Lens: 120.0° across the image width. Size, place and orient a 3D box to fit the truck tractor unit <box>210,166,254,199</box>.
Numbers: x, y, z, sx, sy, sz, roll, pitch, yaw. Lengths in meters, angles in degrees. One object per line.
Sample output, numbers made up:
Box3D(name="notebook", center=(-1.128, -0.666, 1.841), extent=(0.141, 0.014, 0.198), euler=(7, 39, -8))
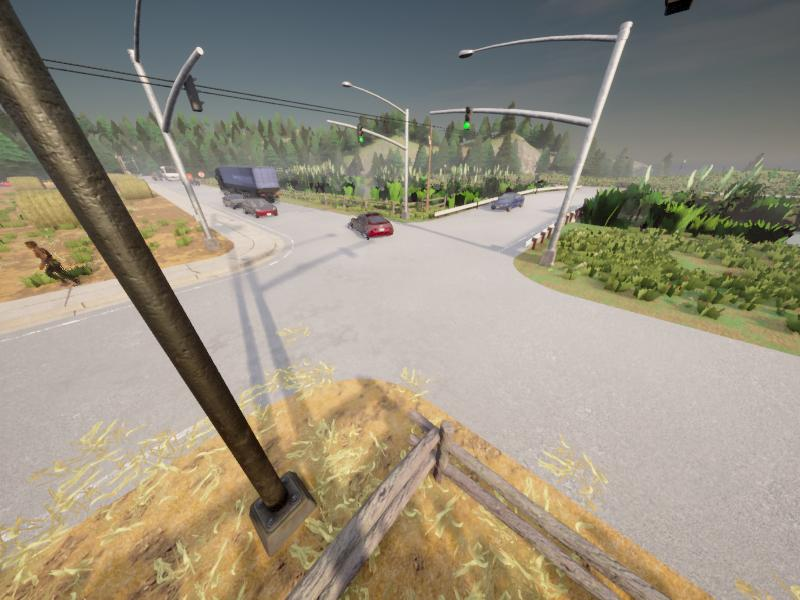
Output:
Box3D(name="truck tractor unit", center=(-26.513, -18.651, 36.389), extent=(6.516, 4.208, 3.053), euler=(25, 38, 36))

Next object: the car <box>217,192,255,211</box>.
Box3D(name="car", center=(-19.213, -11.586, 26.983), extent=(5.357, 1.411, 2.033), euler=(25, 38, 36))

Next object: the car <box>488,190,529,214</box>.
Box3D(name="car", center=(11.213, -10.164, 23.755), extent=(4.674, 1.442, 1.812), euler=(-28, 40, -35))

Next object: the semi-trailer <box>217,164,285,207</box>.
Box3D(name="semi-trailer", center=(-20.766, -16.014, 31.625), extent=(14.254, 4.402, 2.717), euler=(25, 38, 37))

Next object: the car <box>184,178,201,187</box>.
Box3D(name="car", center=(-51.996, -29.514, 57.808), extent=(5.027, 1.651, 2.152), euler=(25, 38, 36))

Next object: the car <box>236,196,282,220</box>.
Box3D(name="car", center=(-13.844, -9.098, 22.586), extent=(4.792, 1.488, 2.163), euler=(25, 38, 36))

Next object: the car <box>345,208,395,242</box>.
Box3D(name="car", center=(-2.209, -5.530, 16.570), extent=(1.994, 1.385, 4.181), euler=(-15, 34, -25))

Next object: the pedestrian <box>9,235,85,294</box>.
Box3D(name="pedestrian", center=(-12.692, -1.286, 8.394), extent=(0.751, 1.860, 0.751), euler=(22, 37, 33))
